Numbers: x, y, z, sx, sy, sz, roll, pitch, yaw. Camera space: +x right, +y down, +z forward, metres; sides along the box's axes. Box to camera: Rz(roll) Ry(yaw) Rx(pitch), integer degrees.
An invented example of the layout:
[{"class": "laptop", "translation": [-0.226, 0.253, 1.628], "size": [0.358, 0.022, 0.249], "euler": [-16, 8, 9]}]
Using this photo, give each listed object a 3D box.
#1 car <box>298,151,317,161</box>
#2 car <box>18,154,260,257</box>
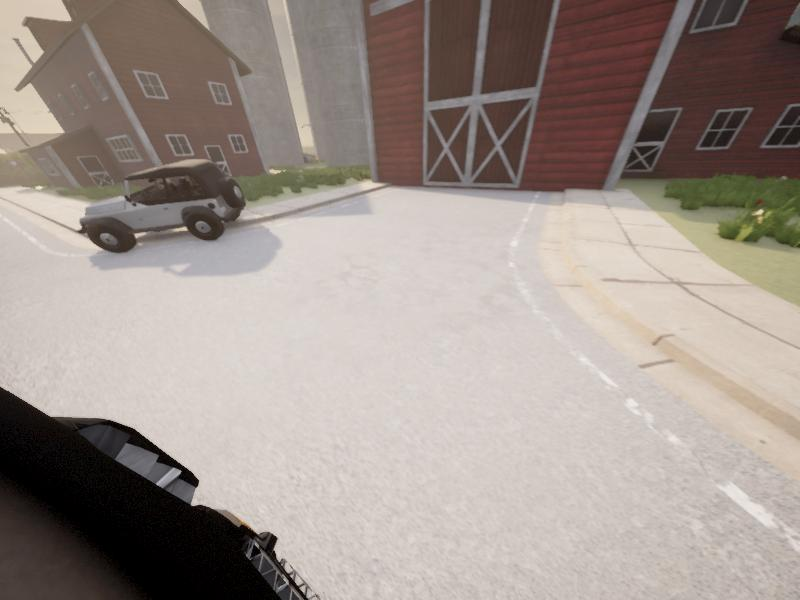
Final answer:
[{"class": "car", "translation": [-24.174, -37.653, 60.444], "size": [1.905, 1.878, 3.866], "euler": [16, 38, 26]}, {"class": "car", "translation": [-6.761, -2.824, 6.715], "size": [3.866, 1.878, 1.905], "euler": [-11, 40, -8]}]
